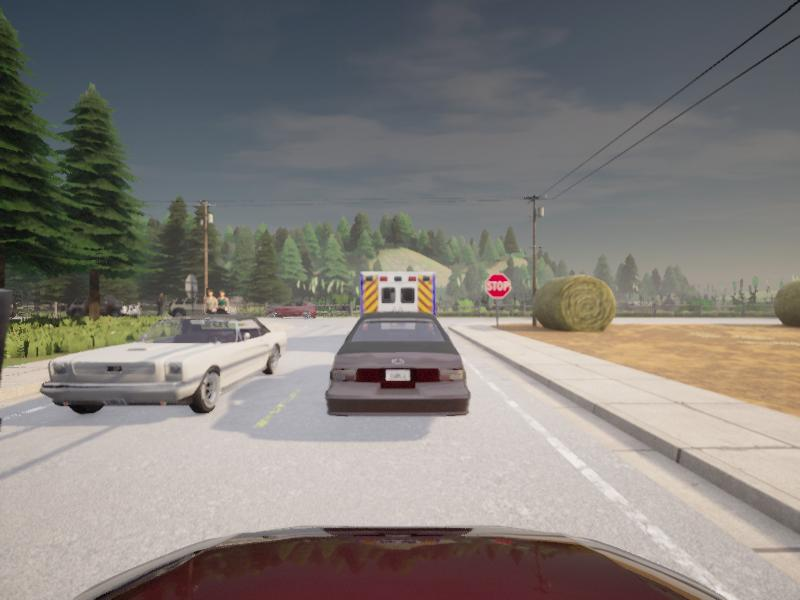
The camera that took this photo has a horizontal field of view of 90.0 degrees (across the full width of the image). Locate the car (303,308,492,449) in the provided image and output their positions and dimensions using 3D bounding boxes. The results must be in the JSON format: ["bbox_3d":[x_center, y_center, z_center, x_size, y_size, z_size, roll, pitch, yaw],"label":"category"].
[{"bbox_3d":[-0.035,0.891,6.986,2.033,1.411,5.357,0,0,0],"label":"car"}]

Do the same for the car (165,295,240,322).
[{"bbox_3d":[-14.486,0.601,29.510,4.605,1.855,1.932,0,0,5],"label":"car"}]

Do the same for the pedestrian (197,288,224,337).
[{"bbox_3d":[-7.387,0.476,15.621,0.751,1.860,0.751,0,0,-6],"label":"pedestrian"}]

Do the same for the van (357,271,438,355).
[{"bbox_3d":[-0.076,0.370,14.797,2.351,2.431,6.366,0,0,0],"label":"van"}]

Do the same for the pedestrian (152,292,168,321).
[{"bbox_3d":[-15.506,0.435,25.896,0.751,1.860,0.751,0,0,-20],"label":"pedestrian"}]

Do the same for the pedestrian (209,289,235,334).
[{"bbox_3d":[-7.537,0.475,16.987,0.751,1.860,0.751,0,0,0],"label":"pedestrian"}]

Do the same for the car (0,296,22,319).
[{"bbox_3d":[-34.583,0.600,33.628,3.866,1.878,1.905,0,0,1],"label":"car"}]

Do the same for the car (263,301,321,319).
[{"bbox_3d":[-8.801,0.802,32.848,4.193,1.474,1.816,0,0,2],"label":"car"}]

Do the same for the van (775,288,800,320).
[{"bbox_3d":[33.437,0.326,31.026,6.366,2.431,2.351,0,0,2],"label":"van"}]

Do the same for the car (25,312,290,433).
[{"bbox_3d":[-3.555,0.940,7.151,1.895,1.301,4.718,0,0,0],"label":"car"}]

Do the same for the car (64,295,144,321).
[{"bbox_3d":[-22.023,0.601,29.864,4.605,1.855,1.932,0,0,2],"label":"car"}]
